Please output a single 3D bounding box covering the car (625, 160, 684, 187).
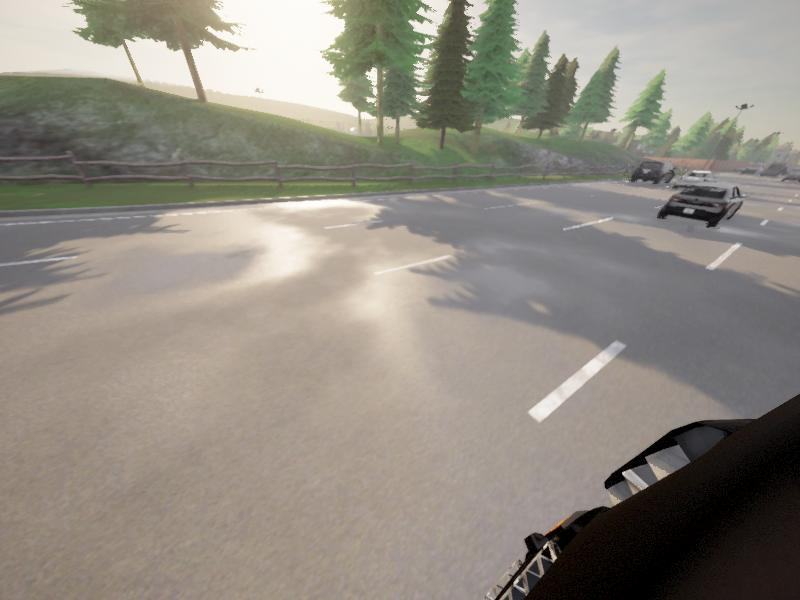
[{"bbox_3d":[25.898,-12.935,23.487,5.566,2.045,2.150,-17,38,-27],"label":"car"}]

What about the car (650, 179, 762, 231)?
[{"bbox_3d":[13.153,-4.228,9.940,4.193,1.474,1.816,-17,38,-27],"label":"car"}]

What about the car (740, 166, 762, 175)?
[{"bbox_3d":[81.746,-30.150,53.784,5.238,1.638,1.930,-17,38,-27],"label":"car"}]

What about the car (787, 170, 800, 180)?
[{"bbox_3d":[73.921,-23.122,42.668,3.633,1.501,1.845,-17,38,-27],"label":"car"}]

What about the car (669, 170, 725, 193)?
[{"bbox_3d":[26.126,-10.504,20.337,3.806,1.475,1.970,-17,38,-27],"label":"car"}]

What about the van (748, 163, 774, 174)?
[{"bbox_3d":[94.609,-34.500,60.539,6.366,2.431,2.351,-17,38,-27],"label":"van"}]

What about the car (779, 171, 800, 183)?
[{"bbox_3d":[63.260,-19.721,36.925,5.357,1.411,2.033,-17,38,-27],"label":"car"}]

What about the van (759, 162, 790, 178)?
[{"bbox_3d":[76.956,-26.761,47.467,5.915,2.561,1.988,-17,38,-27],"label":"van"}]
